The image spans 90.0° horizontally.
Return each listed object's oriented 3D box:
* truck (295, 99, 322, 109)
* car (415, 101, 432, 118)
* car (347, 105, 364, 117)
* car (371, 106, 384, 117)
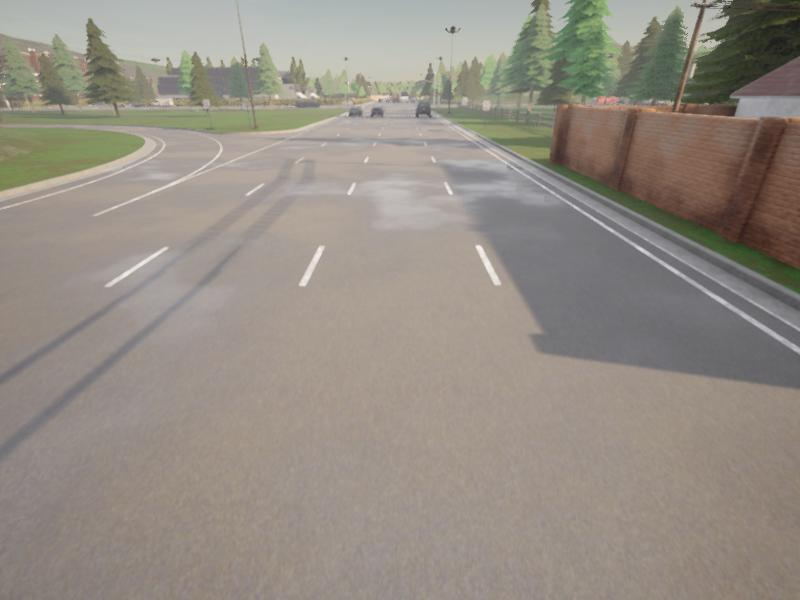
[{"bbox_3d":[-23.453,-50.273,102.570,6.274,2.098,2.390,-1,27,0],"label":"truck"},{"bbox_3d":[3.496,-28.835,60.529,2.150,2.045,5.566,0,27,0],"label":"car"},{"bbox_3d":[-7.002,-30.090,63.687,2.128,1.511,4.902,0,27,0],"label":"car"},{"bbox_3d":[-3.503,-29.624,62.751,1.837,1.490,4.892,0,27,0],"label":"car"}]
